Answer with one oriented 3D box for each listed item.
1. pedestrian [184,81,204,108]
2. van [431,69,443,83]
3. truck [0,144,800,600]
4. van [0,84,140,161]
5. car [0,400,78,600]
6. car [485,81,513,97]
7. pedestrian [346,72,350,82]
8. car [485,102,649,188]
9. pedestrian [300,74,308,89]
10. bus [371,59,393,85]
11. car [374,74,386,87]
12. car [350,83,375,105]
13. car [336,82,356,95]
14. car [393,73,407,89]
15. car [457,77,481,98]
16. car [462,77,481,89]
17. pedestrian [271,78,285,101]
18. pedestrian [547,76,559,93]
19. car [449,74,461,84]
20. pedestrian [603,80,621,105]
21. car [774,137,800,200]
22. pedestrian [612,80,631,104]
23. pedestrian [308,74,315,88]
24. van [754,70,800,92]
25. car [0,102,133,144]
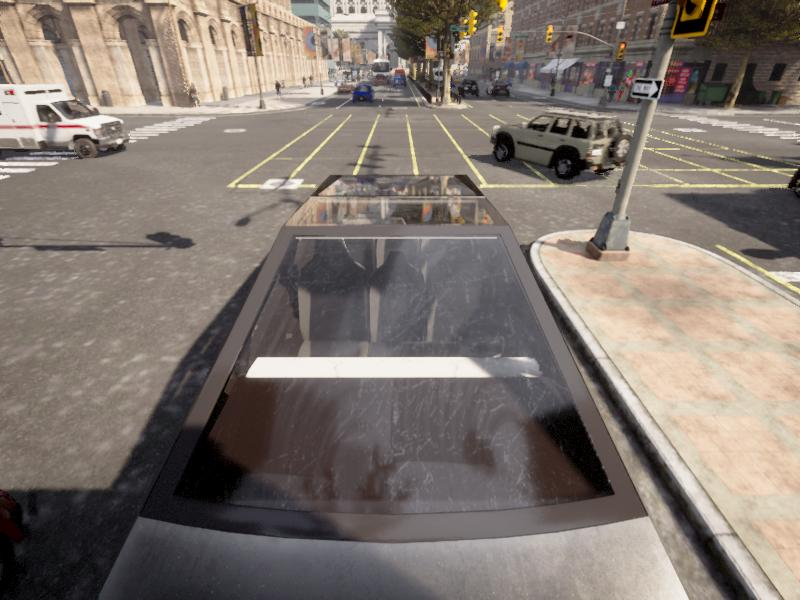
[{"bbox_3d":[-16.068,-16.052,31.299,0.751,1.860,0.751,-1,30,-2],"label":"pedestrian"},{"bbox_3d":[7.987,-48.316,86.164,1.988,2.561,5.915,0,30,0],"label":"van"},{"bbox_3d":[-0.025,0.175,3.671,2.390,2.098,6.274,0,30,0],"label":"truck"},{"bbox_3d":[-14.108,-6.768,15.194,6.366,2.431,2.351,0,30,0],"label":"van"},{"bbox_3d":[-3.524,2.145,0.987,1.994,1.385,4.181,0,30,0],"label":"car"},{"bbox_3d":[11.479,-24.795,46.936,2.038,1.542,4.974,0,30,0],"label":"car"},{"bbox_3d":[-11.089,-47.637,85.366,0.751,1.860,0.751,0,30,0],"label":"pedestrian"},{"bbox_3d":[5.155,-5.303,13.237,1.932,1.855,4.605,-15,34,-25],"label":"car"},{"bbox_3d":[-13.810,-31.468,57.688,0.751,1.860,0.751,2,30,3],"label":"pedestrian"},{"bbox_3d":[-3.397,-45.204,79.174,3.944,4.253,10.273,0,30,0],"label":"bus"},{"bbox_3d":[-3.520,-38.348,69.806,1.905,1.878,3.866,0,30,0],"label":"car"},{"bbox_3d":[-3.486,-19.816,38.413,1.882,1.535,5.008,0,31,0],"label":"car"},{"bbox_3d":[-6.770,-26.702,50.429,1.895,1.301,4.718,0,30,0],"label":"car"},{"bbox_3d":[-0.019,-35.744,65.180,2.150,2.045,5.566,0,30,0],"label":"car"},{"bbox_3d":[7.978,-24.767,46.554,1.932,1.855,4.605,0,31,0],"label":"car"},{"bbox_3d":[11.479,-34.859,64.256,2.128,1.511,4.902,0,30,0],"label":"car"},{"bbox_3d":[-11.769,-20.334,38.629,0.751,1.860,0.751,10,32,16],"label":"pedestrian"},{"bbox_3d":[18.846,-26.557,49.283,0.751,1.860,0.751,-10,32,-16],"label":"pedestrian"},{"bbox_3d":[11.482,-46.407,83.927,1.801,1.575,5.366,0,30,0],"label":"car"},{"bbox_3d":[18.192,-17.825,34.335,0.751,1.860,0.751,1,30,2],"label":"pedestrian"},{"bbox_3d":[11.464,-2.706,9.185,1.970,1.475,3.806,0,30,0],"label":"car"},{"bbox_3d":[19.391,-18.254,35.069,0.751,1.860,0.751,1,30,1],"label":"pedestrian"},{"bbox_3d":[-13.793,-34.101,62.195,0.751,1.860,0.751,0,30,-1],"label":"pedestrian"},{"bbox_3d":[53.057,-30.436,55.559,1.988,2.561,5.915,0,30,0],"label":"van"},{"bbox_3d":[-15.825,-8.297,18.695,4.974,1.542,2.038,-2,30,-4],"label":"car"}]
